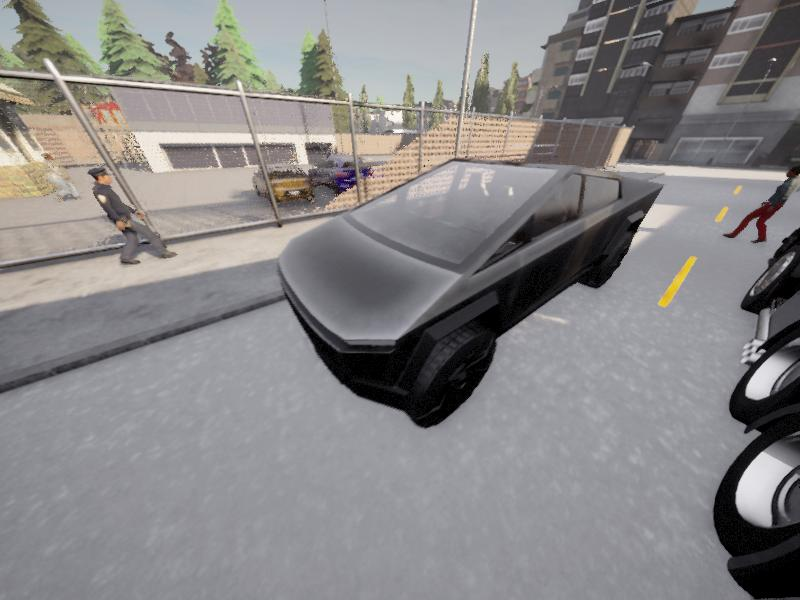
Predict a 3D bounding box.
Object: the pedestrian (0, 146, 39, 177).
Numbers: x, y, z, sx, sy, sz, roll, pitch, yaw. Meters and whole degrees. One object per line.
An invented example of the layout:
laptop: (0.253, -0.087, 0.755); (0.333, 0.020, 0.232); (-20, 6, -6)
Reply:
pedestrian: (-27.957, -10.112, 16.881); (0.751, 1.860, 0.751); (-24, 41, -30)

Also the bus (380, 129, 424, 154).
bus: (0.690, -34.668, 50.576); (3.944, 4.253, 10.273); (24, 41, 30)

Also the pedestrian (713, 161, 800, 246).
pedestrian: (9.407, -2.417, 5.859); (0.751, 1.860, 0.751); (-8, 35, -11)

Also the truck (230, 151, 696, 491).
truck: (1.588, -0.954, 3.583); (6.274, 2.098, 2.390); (-23, 41, -30)

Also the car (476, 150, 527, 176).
car: (8.215, -11.188, 18.770); (3.705, 1.547, 1.789); (-23, 41, -30)

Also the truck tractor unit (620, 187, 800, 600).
truck tractor unit: (4.974, -0.415, 0.966); (6.516, 4.208, 3.053); (-23, 41, -30)

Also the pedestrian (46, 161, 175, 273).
pedestrian: (-5.471, -1.617, 4.542); (0.751, 1.860, 0.751); (-29, 44, -35)

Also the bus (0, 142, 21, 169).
bus: (-45.260, -15.259, 22.504); (10.273, 4.253, 3.944); (8, 36, 12)
